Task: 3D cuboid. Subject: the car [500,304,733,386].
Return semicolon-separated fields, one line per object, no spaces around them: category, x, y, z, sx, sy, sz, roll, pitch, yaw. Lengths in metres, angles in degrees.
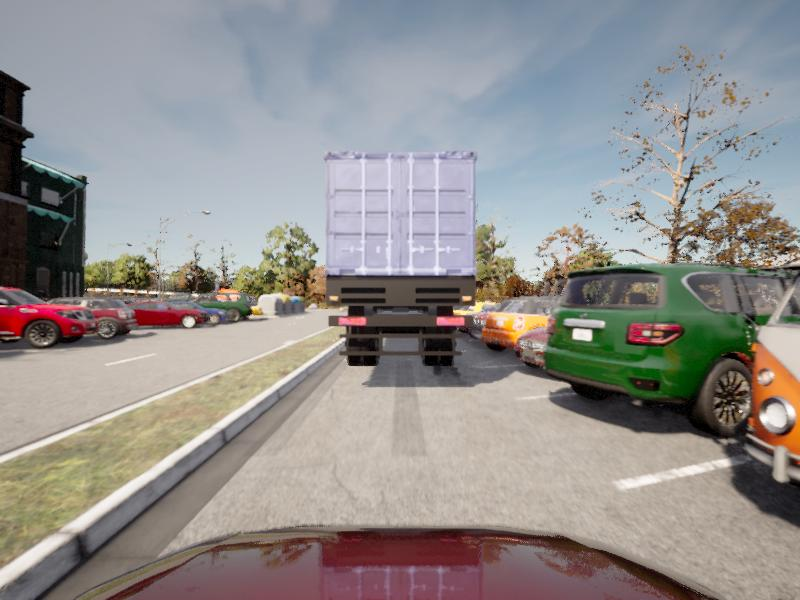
car;4.835;0.864;9.024;4.674;1.452;2.002;1;0;-20

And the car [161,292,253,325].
car;-13.297;0.536;28.085;5.566;2.045;2.435;-1;0;-20

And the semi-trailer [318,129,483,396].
semi-trailer;0.015;-0.626;13.718;2.717;4.402;14.254;0;0;0

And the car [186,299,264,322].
car;-13.429;0.770;31.060;5.366;1.575;1.946;-1;1;-20

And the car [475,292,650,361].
car;4.807;0.697;11.996;4.553;1.767;2.185;1;0;-20

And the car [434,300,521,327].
car;4.855;0.817;25.156;4.892;1.521;2.231;1;0;-20

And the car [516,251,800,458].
car;4.860;0.575;6.061;5.566;2.045;2.435;1;0;-20

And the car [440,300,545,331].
car;5.026;0.817;21.831;5.366;1.575;1.946;1;0;-20

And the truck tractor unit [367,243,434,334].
truck tractor unit;0.018;-0.535;21.634;3.053;4.208;6.516;0;0;0

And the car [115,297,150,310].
car;-31.860;0.458;47.811;2.231;1.521;4.892;0;-1;-19

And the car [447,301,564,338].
car;4.822;0.849;18.356;4.792;1.488;2.163;1;0;-20

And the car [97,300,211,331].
car;-13.306;0.800;22.059;5.008;1.535;2.097;-1;0;-20

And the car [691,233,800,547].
car;4.722;0.600;3.031;4.442;1.987;1.878;1;0;-20

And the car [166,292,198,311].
car;-25.927;0.204;47.709;2.435;2.045;5.566;1;-1;-19

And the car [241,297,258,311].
car;-24.267;0.710;64.678;2.435;2.045;5.566;1;-3;-19

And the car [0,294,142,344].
car;-13.300;0.677;16.041;4.553;1.767;2.185;-1;0;-20

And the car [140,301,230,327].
car;-13.286;0.836;25.084;4.674;1.452;2.002;-1;0;-20

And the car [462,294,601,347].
car;4.873;0.696;14.987;4.553;1.767;2.185;1;0;-20

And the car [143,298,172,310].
car;-28.902;0.496;47.771;2.002;1.452;4.674;1;-1;-19

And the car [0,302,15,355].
car;-13.321;0.834;10.034;4.792;1.488;2.163;-1;0;-20

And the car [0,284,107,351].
car;-13.320;0.552;13.044;5.566;2.045;2.435;-1;0;-20
